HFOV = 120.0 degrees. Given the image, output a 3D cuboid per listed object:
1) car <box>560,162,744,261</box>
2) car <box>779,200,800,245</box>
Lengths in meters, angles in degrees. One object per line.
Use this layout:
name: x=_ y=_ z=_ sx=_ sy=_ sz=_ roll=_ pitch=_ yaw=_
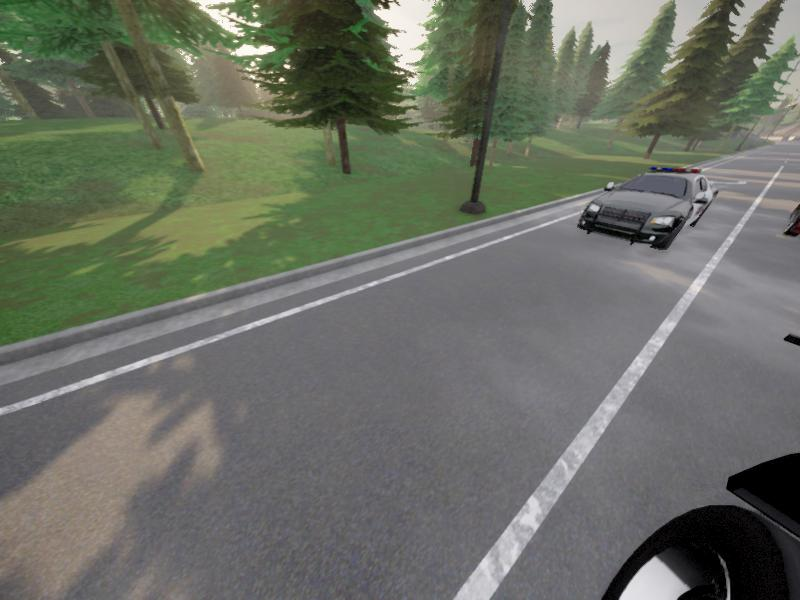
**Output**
car: x=7.095 y=-2.791 z=6.487 sx=4.974 sy=1.542 sz=2.038 roll=-22 pitch=41 yaw=-28
car: x=12.177 y=-2.332 z=5.934 sx=4.181 sy=1.385 sz=1.994 roll=-22 pitch=41 yaw=-28
